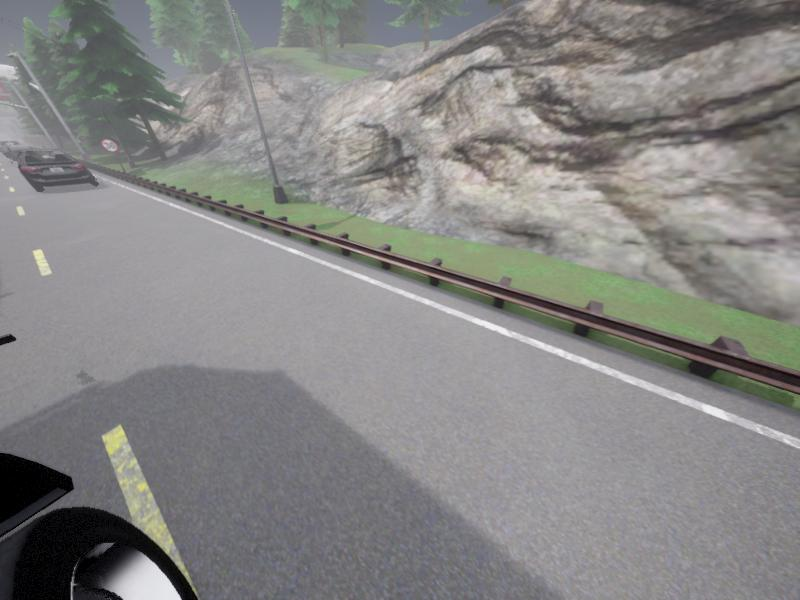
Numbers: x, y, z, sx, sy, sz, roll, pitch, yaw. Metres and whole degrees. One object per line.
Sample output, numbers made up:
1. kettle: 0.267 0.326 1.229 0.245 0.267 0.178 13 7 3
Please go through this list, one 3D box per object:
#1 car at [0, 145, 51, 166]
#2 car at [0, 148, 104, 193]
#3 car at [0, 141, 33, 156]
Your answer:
1. car: -35.897 -13.843 22.007 4.892 1.490 1.837 20 39 25
2. car: -18.590 -7.067 12.358 4.611 1.667 2.242 22 41 28
3. car: -55.130 -21.680 32.954 4.611 1.667 2.242 22 41 28
